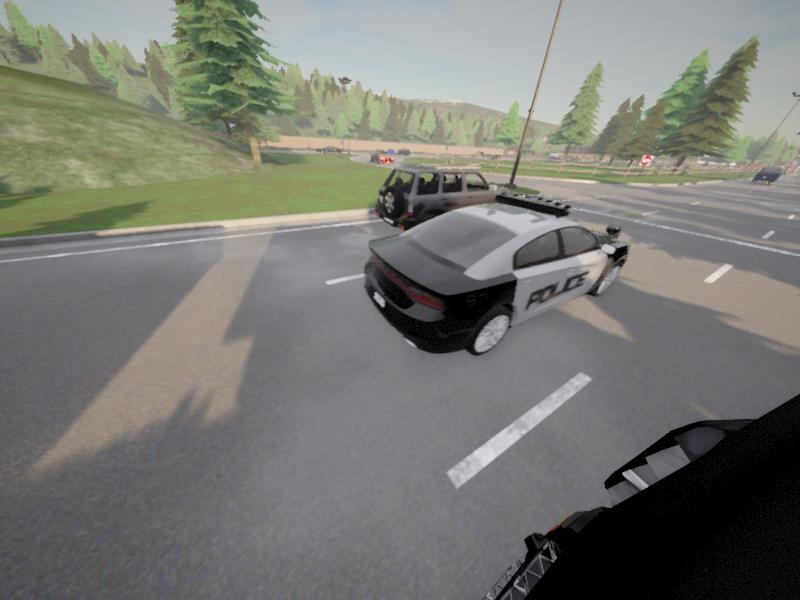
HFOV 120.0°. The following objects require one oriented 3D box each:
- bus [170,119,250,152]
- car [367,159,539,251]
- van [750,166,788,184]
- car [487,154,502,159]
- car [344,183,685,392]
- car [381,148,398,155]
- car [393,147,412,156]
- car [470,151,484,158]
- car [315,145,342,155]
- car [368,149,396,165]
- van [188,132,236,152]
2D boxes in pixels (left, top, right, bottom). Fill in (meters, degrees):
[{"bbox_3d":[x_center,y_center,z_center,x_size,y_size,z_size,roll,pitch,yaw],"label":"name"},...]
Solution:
[{"bbox_3d":[-34.571,-30.307,42.879,10.273,4.253,3.944,-16,38,-26],"label":"bus"},{"bbox_3d":[1.563,-3.049,6.932,4.605,1.855,1.932,-16,38,-26],"label":"car"},{"bbox_3d":[52.513,-17.789,32.873,4.442,1.987,1.775,-16,38,-26],"label":"van"},{"bbox_3d":[30.136,-45.783,73.664,4.181,1.385,1.994,-16,38,-26],"label":"car"},{"bbox_3d":[1.996,-0.829,3.850,5.238,1.638,1.930,-16,38,-26],"label":"car"},{"bbox_3d":[-3.004,-42.925,66.766,4.514,1.525,2.007,-16,38,-26],"label":"car"},{"bbox_3d":[0.601,-39.642,61.739,4.605,1.855,1.932,-16,38,-26],"label":"car"},{"bbox_3d":[26.049,-49.296,78.185,3.866,1.878,1.905,-16,38,-26],"label":"car"},{"bbox_3d":[-15.509,-32.607,50.157,5.238,1.638,1.930,-16,38,-26],"label":"car"},{"bbox_3d":[-2.492,-19.687,31.758,2.242,1.667,4.611,-13,37,-22],"label":"car"},{"bbox_3d":[-33.051,-27.875,40.898,5.915,2.561,1.988,-16,38,-26],"label":"van"}]
